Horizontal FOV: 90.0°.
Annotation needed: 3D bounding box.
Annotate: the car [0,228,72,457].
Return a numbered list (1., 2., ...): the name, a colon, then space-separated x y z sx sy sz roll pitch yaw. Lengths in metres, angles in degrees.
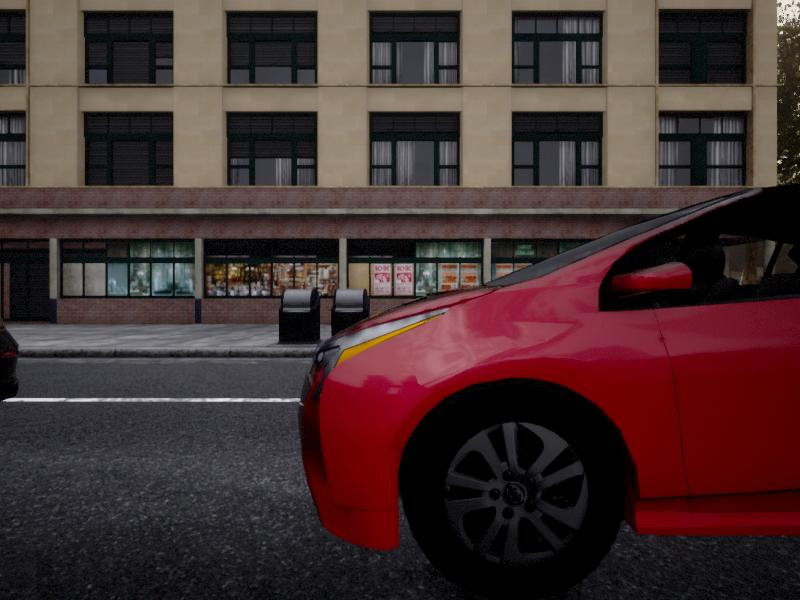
1. car: -4.859 0.270 2.172 4.674 1.442 1.812 0 0 0

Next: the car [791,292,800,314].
1. car: 29.894 0.201 26.977 1.801 1.575 5.366 0 0 -1

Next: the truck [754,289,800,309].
1. truck: 42.740 -0.056 43.541 6.274 2.098 2.390 0 0 0

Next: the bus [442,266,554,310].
1. bus: 9.592 -1.135 40.268 10.273 4.253 3.944 0 0 0

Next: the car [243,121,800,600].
1. car: 1.791 0.228 2.195 4.514 1.525 2.007 0 0 0

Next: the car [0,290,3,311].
1. car: -35.536 0.052 32.512 1.932 1.855 4.605 0 0 0
